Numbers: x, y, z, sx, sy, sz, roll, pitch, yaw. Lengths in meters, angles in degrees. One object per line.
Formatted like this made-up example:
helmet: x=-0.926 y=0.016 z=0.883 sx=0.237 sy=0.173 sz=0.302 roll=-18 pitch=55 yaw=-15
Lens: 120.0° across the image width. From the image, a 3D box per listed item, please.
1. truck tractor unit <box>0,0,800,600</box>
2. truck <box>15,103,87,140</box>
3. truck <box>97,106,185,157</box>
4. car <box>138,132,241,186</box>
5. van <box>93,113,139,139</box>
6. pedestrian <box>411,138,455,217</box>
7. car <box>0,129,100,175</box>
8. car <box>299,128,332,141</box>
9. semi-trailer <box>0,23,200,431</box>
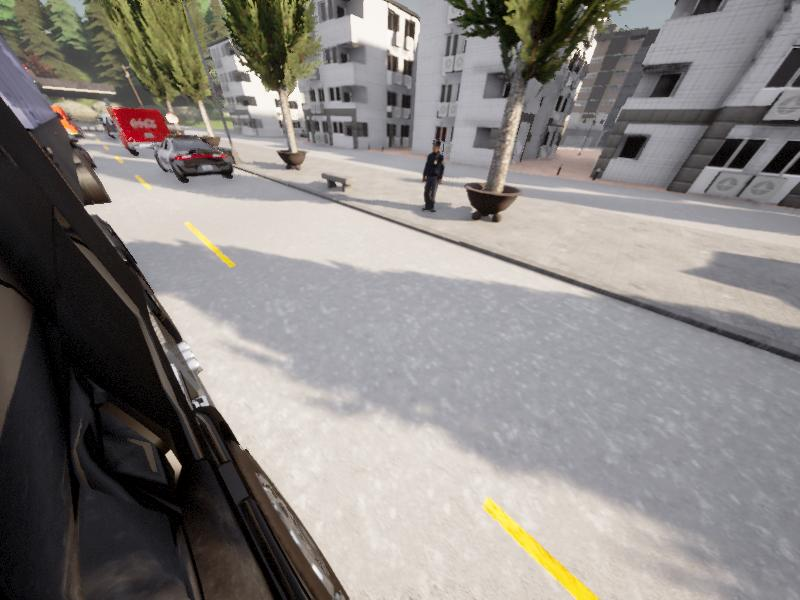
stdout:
truck tractor unit: x=-2.645 y=-0.295 z=0.351 sx=6.516 sy=4.208 sz=3.053 roll=28 pitch=44 yaw=30
truck: x=-32.538 y=-16.771 z=21.775 sx=5.204 sy=2.467 sz=2.627 roll=30 pitch=45 yaw=31
truck: x=-17.724 y=-11.570 z=15.837 sx=5.204 sy=2.467 sz=2.627 roll=30 pitch=44 yaw=31
car: x=-9.548 y=-6.519 z=10.433 sx=4.974 sy=1.542 sz=2.038 roll=30 pitch=44 yaw=31
van: x=-30.478 y=-18.637 z=24.757 sx=4.480 sy=2.038 sz=2.069 roll=29 pitch=44 yaw=31
pedestrian: x=0.893 y=-3.466 z=6.578 sx=0.751 sy=1.860 sz=0.751 roll=22 pitch=41 yaw=24
car: x=-16.103 y=-6.961 z=10.719 sx=4.181 sy=1.385 sz=1.994 roll=28 pitch=44 yaw=30
car: x=-14.234 y=-28.018 z=39.101 sx=4.974 sy=1.542 sz=2.038 roll=-9 pitch=39 yaw=-16
semi-trailer: x=-8.605 y=-3.677 z=4.303 sx=14.254 sy=4.402 sz=2.717 roll=29 pitch=44 yaw=31
